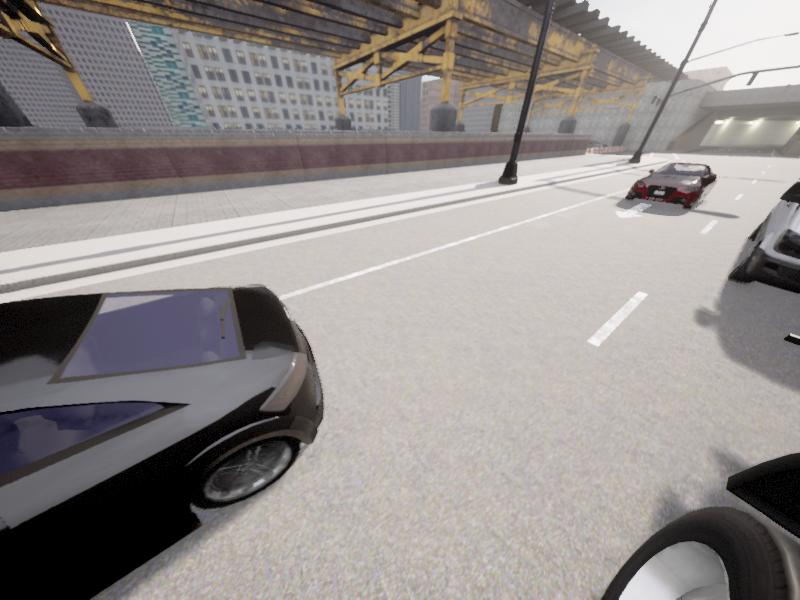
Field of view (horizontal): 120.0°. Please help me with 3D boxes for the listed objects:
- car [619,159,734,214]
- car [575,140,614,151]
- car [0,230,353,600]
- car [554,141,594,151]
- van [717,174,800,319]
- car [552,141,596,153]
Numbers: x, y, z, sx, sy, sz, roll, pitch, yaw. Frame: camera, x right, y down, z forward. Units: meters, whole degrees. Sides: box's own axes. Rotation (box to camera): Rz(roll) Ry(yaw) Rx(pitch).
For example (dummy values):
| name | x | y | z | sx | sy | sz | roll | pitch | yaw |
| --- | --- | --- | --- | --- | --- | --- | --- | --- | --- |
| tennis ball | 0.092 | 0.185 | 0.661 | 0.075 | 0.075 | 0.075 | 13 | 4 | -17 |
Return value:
| name | x | y | z | sx | sy | sz | roll | pitch | yaw |
| --- | --- | --- | --- | --- | --- | --- | --- | --- | --- |
| car | 11.331 | -4.817 | 9.483 | 4.181 | 1.385 | 1.994 | -22 | 41 | -28 |
| car | 34.804 | -27.665 | 41.403 | 4.974 | 1.542 | 2.038 | -4 | 36 | -6 |
| car | -2.712 | 0.943 | 1.376 | 4.181 | 1.385 | 1.994 | -22 | 41 | -28 |
| car | 27.076 | -24.080 | 36.086 | 4.536 | 1.218 | 1.853 | 5 | 36 | 7 |
| van | 8.561 | -1.669 | 4.053 | 5.915 | 2.561 | 1.988 | -22 | 41 | -28 |
| car | 27.127 | -23.947 | 36.172 | 4.974 | 1.542 | 2.038 | 5 | 36 | 7 |
